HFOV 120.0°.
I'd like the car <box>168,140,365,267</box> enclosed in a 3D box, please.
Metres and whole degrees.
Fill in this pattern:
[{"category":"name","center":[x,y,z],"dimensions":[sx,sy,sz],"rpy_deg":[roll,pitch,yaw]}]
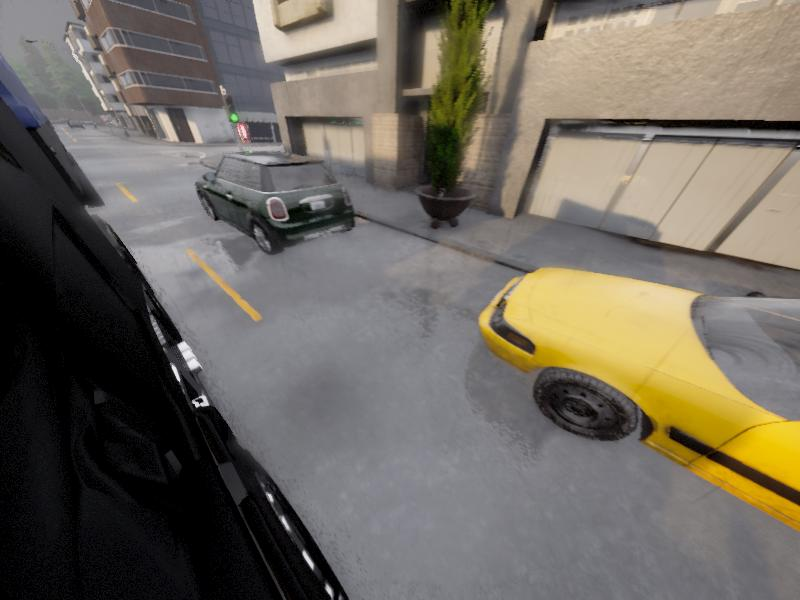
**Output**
[{"category":"car","center":[-3.241,-2.717,5.644],"dimensions":[4.553,1.767,2.097],"rpy_deg":[28,43,30]}]

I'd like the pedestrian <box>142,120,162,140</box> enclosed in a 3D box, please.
[{"category":"pedestrian","center":[-28.589,-19.568,26.616],"dimensions":[0.751,1.860,0.751],"rpy_deg":[28,43,30]}]

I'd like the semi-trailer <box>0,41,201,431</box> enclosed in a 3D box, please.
[{"category":"semi-trailer","center":[-8.701,-3.577,4.261],"dimensions":[14.254,4.402,2.717],"rpy_deg":[28,43,30]}]

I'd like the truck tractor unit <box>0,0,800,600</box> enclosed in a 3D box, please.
[{"category":"truck tractor unit","center":[-2.645,-0.295,0.351],"dimensions":[6.516,4.208,3.053],"rpy_deg":[28,44,30]}]

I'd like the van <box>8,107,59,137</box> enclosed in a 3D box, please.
[{"category":"van","center":[-42.588,-20.712,26.972],"dimensions":[5.915,2.561,1.988],"rpy_deg":[28,43,30]}]

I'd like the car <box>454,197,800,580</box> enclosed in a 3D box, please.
[{"category":"car","center":[3.292,0.822,1.435],"dimensions":[5.366,1.575,1.801],"rpy_deg":[28,43,30]}]
